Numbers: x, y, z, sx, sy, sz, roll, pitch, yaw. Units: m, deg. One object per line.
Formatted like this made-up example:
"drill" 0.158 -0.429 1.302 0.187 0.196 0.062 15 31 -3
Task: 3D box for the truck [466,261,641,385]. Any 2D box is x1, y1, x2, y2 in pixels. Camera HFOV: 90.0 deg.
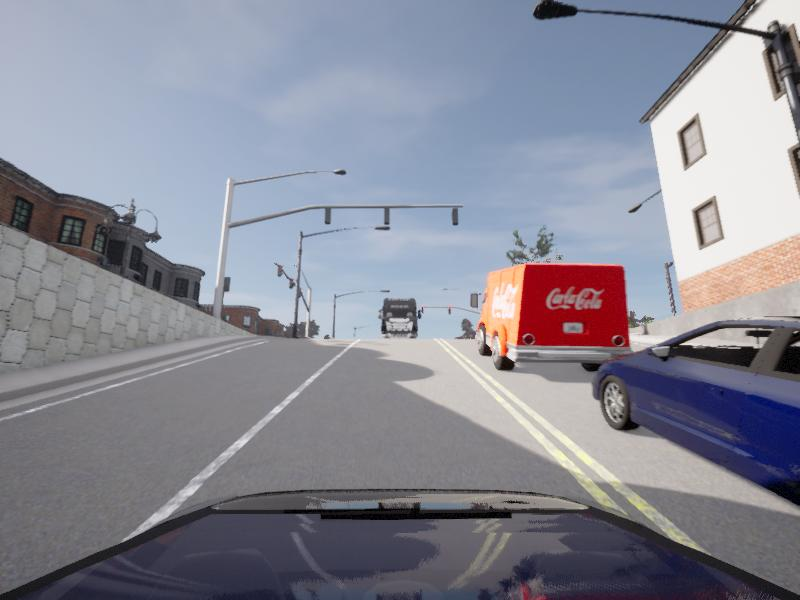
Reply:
"truck" 3.533 0.468 10.664 2.627 2.467 5.204 1 0 0

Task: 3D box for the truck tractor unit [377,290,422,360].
"truck tractor unit" -0.033 2.156 30.835 3.053 4.208 6.516 0 -14 0

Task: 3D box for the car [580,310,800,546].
"car" 3.499 0.872 3.661 1.816 1.474 4.193 1 0 0
